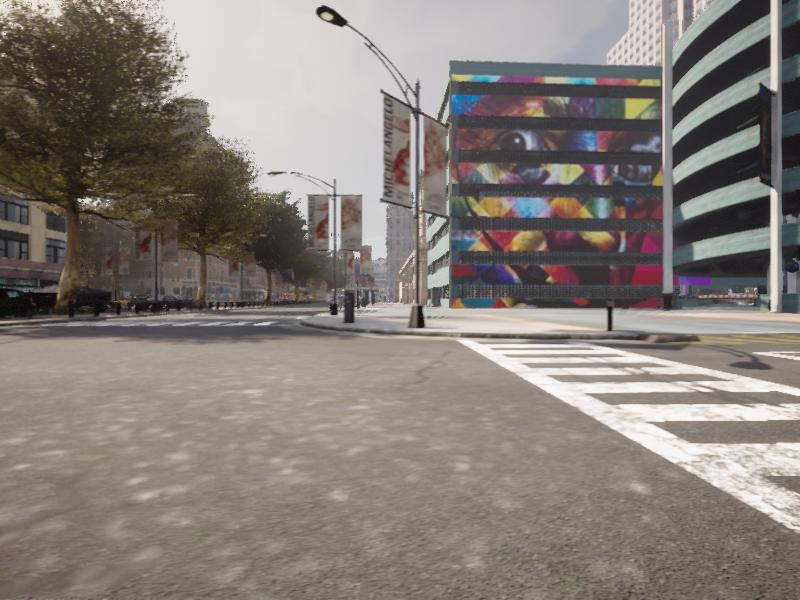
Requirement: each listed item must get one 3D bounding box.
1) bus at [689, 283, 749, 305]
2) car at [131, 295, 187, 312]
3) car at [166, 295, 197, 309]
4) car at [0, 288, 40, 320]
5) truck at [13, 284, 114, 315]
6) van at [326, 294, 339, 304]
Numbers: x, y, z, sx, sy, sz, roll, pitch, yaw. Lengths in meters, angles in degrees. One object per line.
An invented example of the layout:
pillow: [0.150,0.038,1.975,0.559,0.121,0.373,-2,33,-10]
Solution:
bus: [65.660,-1.130,82.892,3.944,4.253,10.273,0,0,-3]
car: [-21.391,0.307,35.842,2.033,1.411,5.357,0,0,-3]
car: [-25.369,0.243,46.577,1.845,1.501,3.633,0,0,-3]
car: [-20.688,0.197,20.001,1.851,1.617,3.988,0,0,-3]
truck: [-24.608,-0.046,29.752,2.390,2.098,6.274,0,0,-2]
van: [-16.015,-0.203,95.545,2.351,2.431,6.366,0,0,-3]
